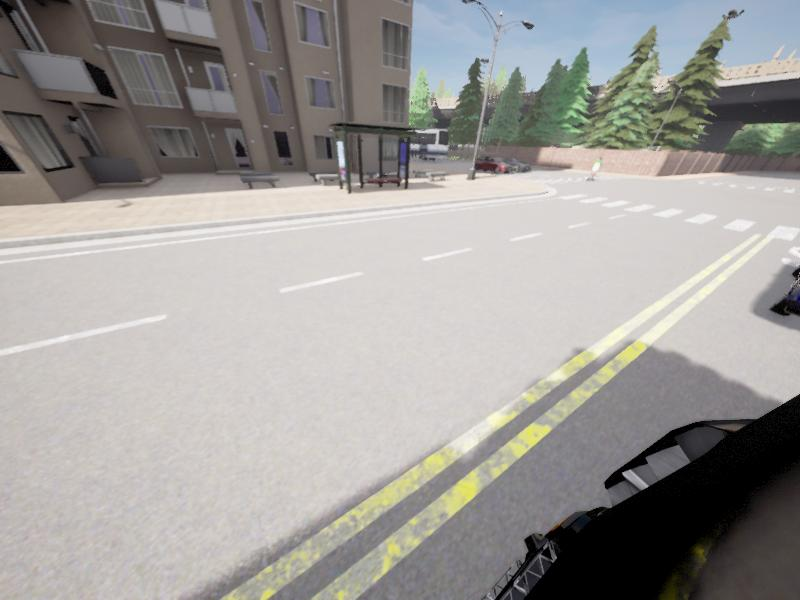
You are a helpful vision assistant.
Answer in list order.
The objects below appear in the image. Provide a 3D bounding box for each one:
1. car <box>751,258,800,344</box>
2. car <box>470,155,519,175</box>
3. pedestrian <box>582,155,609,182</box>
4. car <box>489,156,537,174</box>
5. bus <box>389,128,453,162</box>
[{"bbox_3d":[7.980,-0.275,3.568,4.718,1.301,1.895,-17,38,-26],"label":"car"},{"bbox_3d":[9.433,-13.737,23.421,1.816,1.474,4.193,-17,38,-26],"label":"car"},{"bbox_3d":[16.309,-10.962,19.312,0.751,1.860,0.751,-9,36,-17],"label":"pedestrian"},{"bbox_3d":[12.224,-14.799,25.262,1.994,1.385,4.181,-18,39,-27],"label":"car"},{"bbox_3d":[3.186,-26.414,39.418,10.273,4.253,3.944,29,42,34],"label":"bus"}]
